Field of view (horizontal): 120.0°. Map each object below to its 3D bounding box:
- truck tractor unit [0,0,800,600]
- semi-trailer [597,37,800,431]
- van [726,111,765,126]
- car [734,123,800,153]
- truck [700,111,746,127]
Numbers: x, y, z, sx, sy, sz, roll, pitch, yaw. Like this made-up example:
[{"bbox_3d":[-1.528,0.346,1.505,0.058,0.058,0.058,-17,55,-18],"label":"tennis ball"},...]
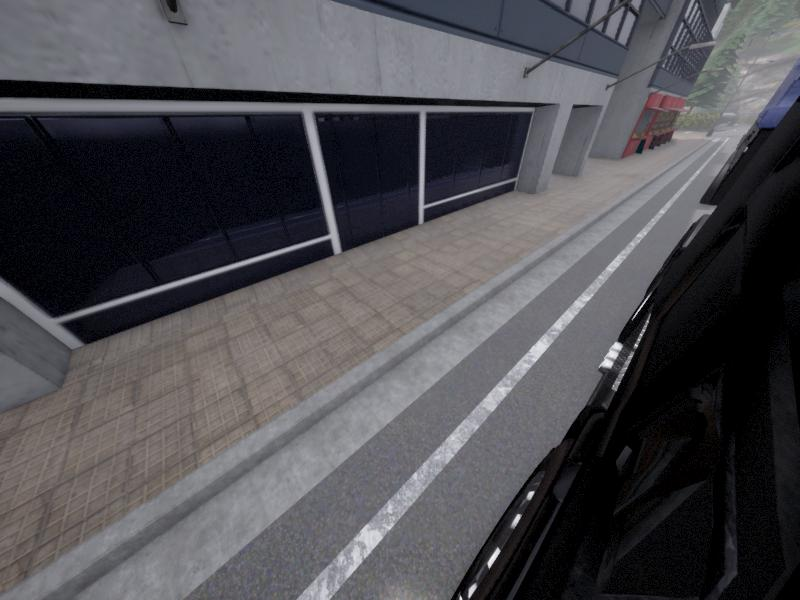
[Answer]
[{"bbox_3d":[2.645,-0.295,0.352,6.516,4.208,3.053,-28,44,-30],"label":"truck tractor unit"},{"bbox_3d":[8.720,-3.592,4.203,14.254,4.402,2.717,-28,44,-29],"label":"semi-trailer"},{"bbox_3d":[64.122,-33.728,42.996,1.775,1.987,4.442,12,39,19],"label":"van"},{"bbox_3d":[25.025,-11.135,15.797,4.181,1.385,1.994,-28,44,-30],"label":"car"},{"bbox_3d":[60.611,-34.083,43.595,2.390,2.098,6.274,14,40,21],"label":"truck"}]
